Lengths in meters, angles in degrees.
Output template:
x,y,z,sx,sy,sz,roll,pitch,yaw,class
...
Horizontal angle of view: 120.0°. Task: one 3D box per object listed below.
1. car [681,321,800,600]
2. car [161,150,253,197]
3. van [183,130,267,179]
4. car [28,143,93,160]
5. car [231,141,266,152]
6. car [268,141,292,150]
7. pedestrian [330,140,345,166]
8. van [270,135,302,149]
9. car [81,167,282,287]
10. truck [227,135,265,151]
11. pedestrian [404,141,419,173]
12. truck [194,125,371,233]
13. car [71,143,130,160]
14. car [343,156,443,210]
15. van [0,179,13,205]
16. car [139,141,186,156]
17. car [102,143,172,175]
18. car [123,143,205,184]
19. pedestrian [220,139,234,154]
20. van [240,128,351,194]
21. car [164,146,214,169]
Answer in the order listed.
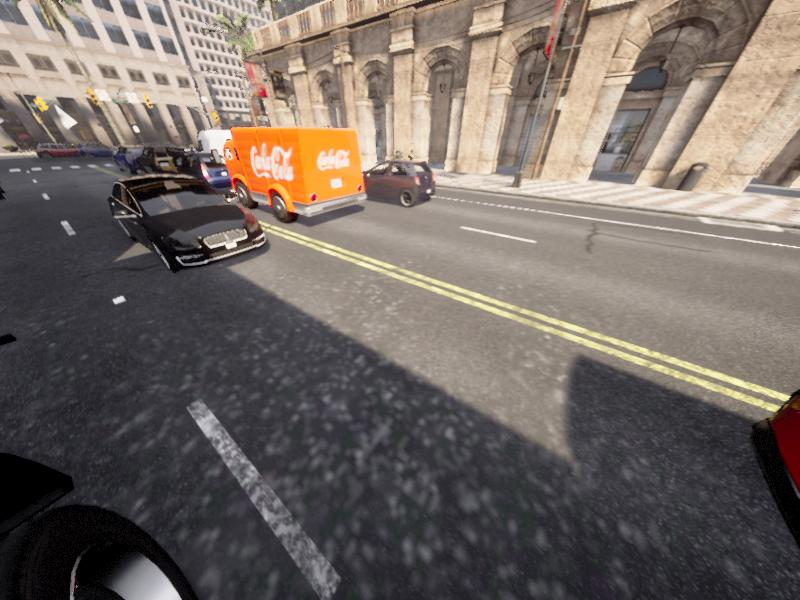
x,y,z,sx,sy,sz,roll,pitch,yaw,class
4.105,1.731,0.162,4.514,1.525,2.007,22,41,28,car
-9.595,-6.407,11.520,3.988,1.617,1.851,23,41,28,car
-12.461,-10.457,16.431,5.915,2.561,1.988,23,41,28,van
-38.737,-17.042,26.471,1.970,1.475,3.806,23,41,28,car
-28.269,-28.877,43.339,2.163,1.488,4.792,23,41,28,car
-24.630,-31.783,47.494,1.970,1.475,3.806,23,41,28,car
-5.457,-12.928,20.277,0.751,1.860,0.751,18,39,23,pedestrian
-25.231,-35.215,51.397,1.988,2.561,5.915,23,41,28,van
-5.296,-2.098,5.544,4.892,1.490,1.837,22,41,28,car
-30.316,-31.103,45.620,2.627,2.467,5.204,23,41,28,truck
0.800,-10.233,16.508,0.751,1.860,0.751,21,40,27,pedestrian
-3.916,-4.406,7.980,5.204,2.467,2.627,22,41,28,truck
-34.321,-17.140,26.597,1.845,1.501,3.633,23,41,28,car
-0.347,-5.023,9.702,3.633,1.501,1.845,22,41,28,car
-17.959,-5.063,9.212,4.442,1.987,1.775,22,41,28,van
-33.350,-21.406,32.591,1.851,1.617,3.988,23,41,28,car
-19.645,-10.632,17.264,4.553,1.767,2.097,23,41,28,car
-14.702,-8.636,14.401,4.605,1.855,1.932,22,41,28,car
-26.120,-23.146,34.858,0.751,1.860,0.751,13,37,18,pedestrian
-5.630,-7.623,12.469,5.915,2.561,1.988,23,41,28,van
-18.313,-12.451,20.085,3.633,1.501,1.845,23,41,28,car
